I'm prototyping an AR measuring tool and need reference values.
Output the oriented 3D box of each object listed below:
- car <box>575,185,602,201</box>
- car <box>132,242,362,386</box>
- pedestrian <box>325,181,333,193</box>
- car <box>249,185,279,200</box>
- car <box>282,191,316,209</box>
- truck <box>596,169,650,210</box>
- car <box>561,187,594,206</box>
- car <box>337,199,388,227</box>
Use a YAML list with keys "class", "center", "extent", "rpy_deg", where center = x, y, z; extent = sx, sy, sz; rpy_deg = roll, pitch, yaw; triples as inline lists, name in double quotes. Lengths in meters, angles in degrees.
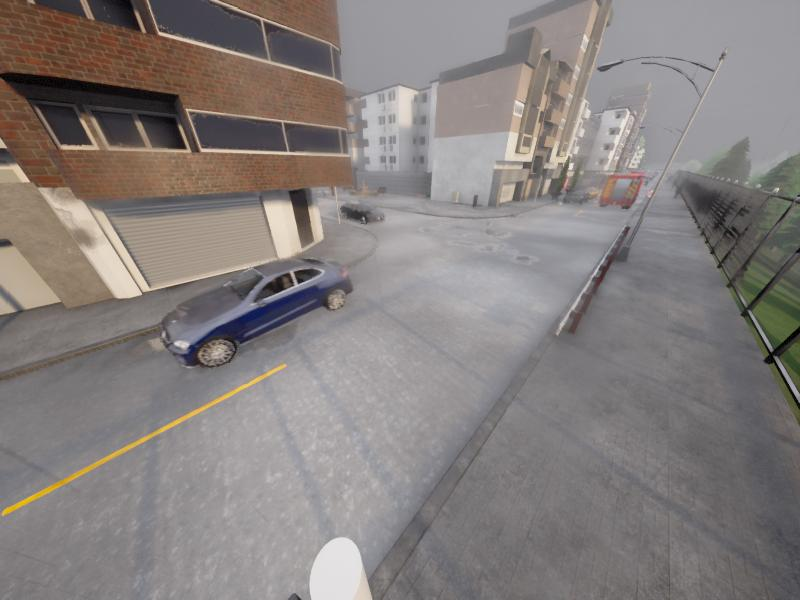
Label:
- class: "car"
  center: [27.818, -15.809, 34.016]
  extent: [5.366, 1.575, 1.801]
  rpy_deg: [-27, 39, -38]
- class: "car"
  center: [-3.813, -0.152, 6.853]
  extent: [2.152, 1.651, 5.027]
  rpy_deg: [24, 38, 35]
- class: "pedestrian"
  center: [-12.307, -19.522, 39.910]
  extent: [0.751, 1.860, 0.751]
  rpy_deg: [26, 39, 37]
- class: "car"
  center: [-20.725, -16.492, 35.157]
  extent: [2.152, 1.651, 5.027]
  rpy_deg: [-27, 39, -38]
- class: "car"
  center: [-12.128, -12.085, 27.776]
  extent: [1.994, 1.385, 4.181]
  rpy_deg: [-26, 39, -38]
- class: "truck"
  center: [26.802, -13.416, 27.626]
  extent: [2.891, 3.827, 8.468]
  rpy_deg: [26, 39, 37]
- class: "car"
  center: [22.786, -13.386, 29.605]
  extent: [4.553, 1.767, 2.097]
  rpy_deg: [-27, 39, -38]
- class: "car"
  center: [-3.273, -7.601, 19.884]
  extent: [1.837, 1.490, 4.892]
  rpy_deg: [-24, 38, -35]
